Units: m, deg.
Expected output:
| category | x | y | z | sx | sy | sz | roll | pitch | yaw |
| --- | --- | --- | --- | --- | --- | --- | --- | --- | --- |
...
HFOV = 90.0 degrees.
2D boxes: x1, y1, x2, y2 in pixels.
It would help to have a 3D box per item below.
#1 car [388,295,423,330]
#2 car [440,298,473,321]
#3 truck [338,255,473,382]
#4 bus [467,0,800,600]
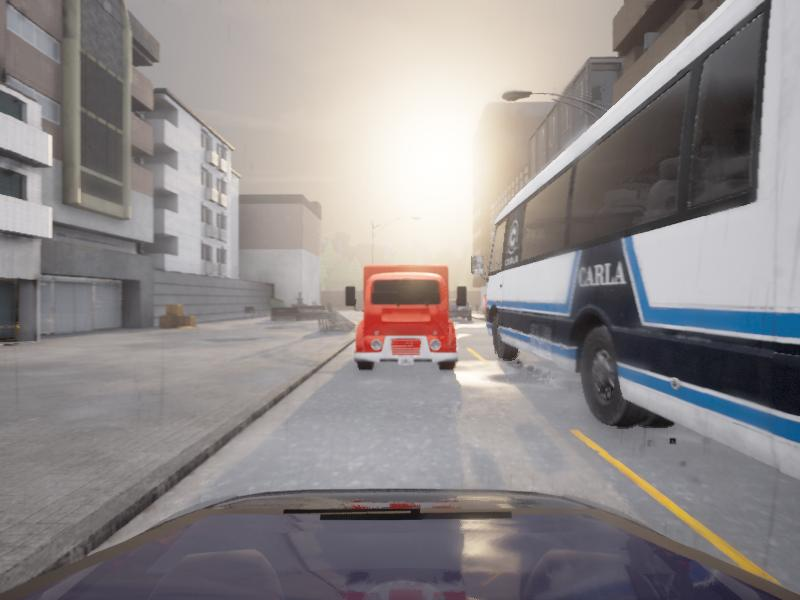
| category | x | y | z | sx | sy | sz | roll | pitch | yaw |
| --- | --- | --- | --- | --- | --- | --- | --- | --- | --- |
| car | 0.319 | 0.658 | 23.159 | 1.905 | 1.878 | 3.866 | 0 | 0 | 1 |
| car | 4.444 | 0.710 | 32.285 | 2.097 | 1.767 | 4.553 | 0 | 0 | 1 |
| truck | 0.153 | 0.364 | 10.398 | 2.627 | 2.467 | 5.204 | 0 | 0 | 1 |
| bus | 3.945 | -0.527 | 7.201 | 3.944 | 4.253 | 10.273 | 0 | 0 | 1 |
